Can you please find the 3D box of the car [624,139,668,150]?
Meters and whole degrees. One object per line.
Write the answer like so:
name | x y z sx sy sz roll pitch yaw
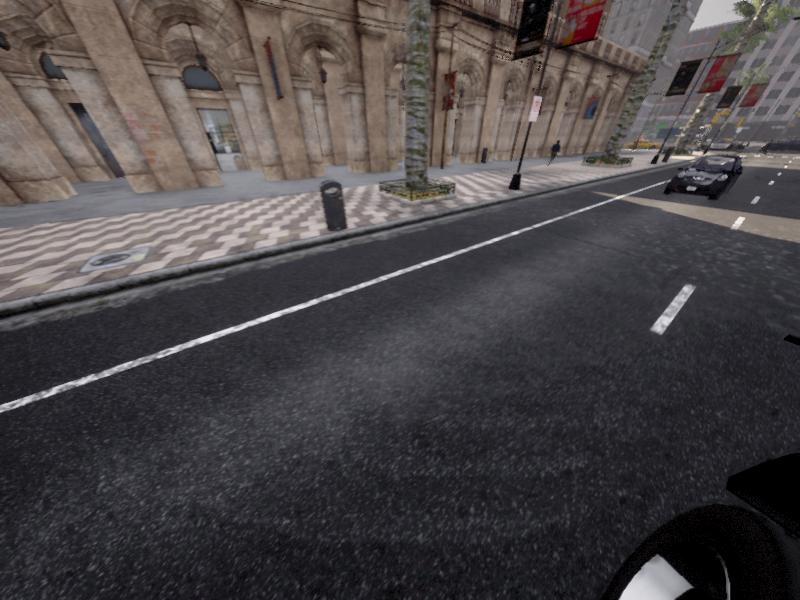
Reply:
car | 47.212 -30.051 44.520 1.801 1.575 5.366 -22 41 -27

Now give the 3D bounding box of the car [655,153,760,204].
car | 13.437 -5.437 10.118 3.633 1.501 1.845 -22 41 -28

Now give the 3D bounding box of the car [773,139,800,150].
car | 65.008 -26.132 38.826 3.633 1.501 1.845 -22 41 -28

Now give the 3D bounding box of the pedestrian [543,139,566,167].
pedestrian | 12.322 -11.757 18.478 0.751 1.860 0.751 -25 42 -31

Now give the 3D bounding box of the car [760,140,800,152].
car | 60.086 -23.438 35.187 5.357 1.411 2.033 11 37 16

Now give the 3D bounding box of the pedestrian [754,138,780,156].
pedestrian | 44.182 -18.434 27.837 0.751 1.860 0.751 29 45 35

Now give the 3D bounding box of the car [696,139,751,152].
car | 53.139 -25.512 38.084 2.038 1.542 4.974 -26 42 -31
